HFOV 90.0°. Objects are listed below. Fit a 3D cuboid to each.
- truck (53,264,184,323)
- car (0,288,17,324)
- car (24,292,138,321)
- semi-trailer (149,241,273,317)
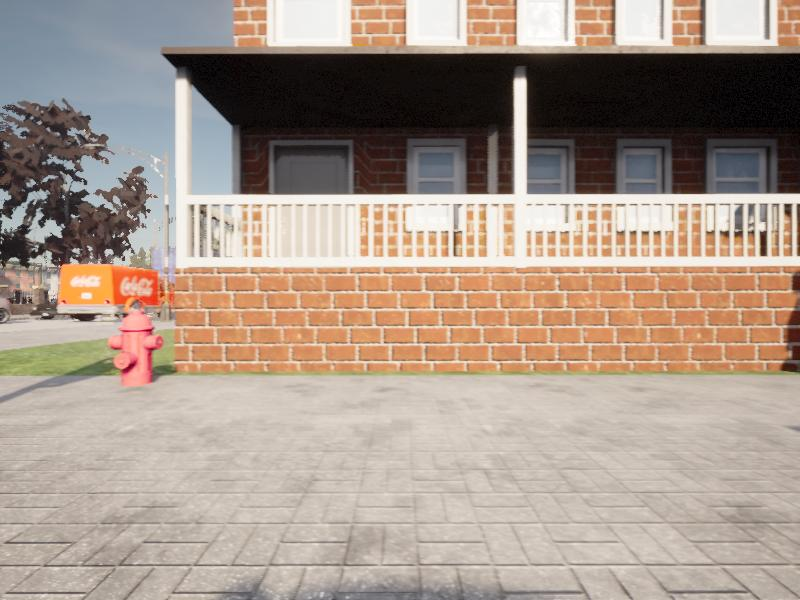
[{"bbox_3d":[-13.103,-0.240,19.249,2.627,2.467,5.204,0,-1,0],"label":"truck"},{"bbox_3d":[-17.260,0.249,15.273,1.845,1.501,3.633,0,0,-2],"label":"car"},{"bbox_3d":[-17.146,0.316,21.984,2.033,1.411,5.357,0,0,-1],"label":"car"},{"bbox_3d":[-13.112,-1.202,30.096,2.717,4.402,14.254,0,0,0],"label":"semi-trailer"}]
